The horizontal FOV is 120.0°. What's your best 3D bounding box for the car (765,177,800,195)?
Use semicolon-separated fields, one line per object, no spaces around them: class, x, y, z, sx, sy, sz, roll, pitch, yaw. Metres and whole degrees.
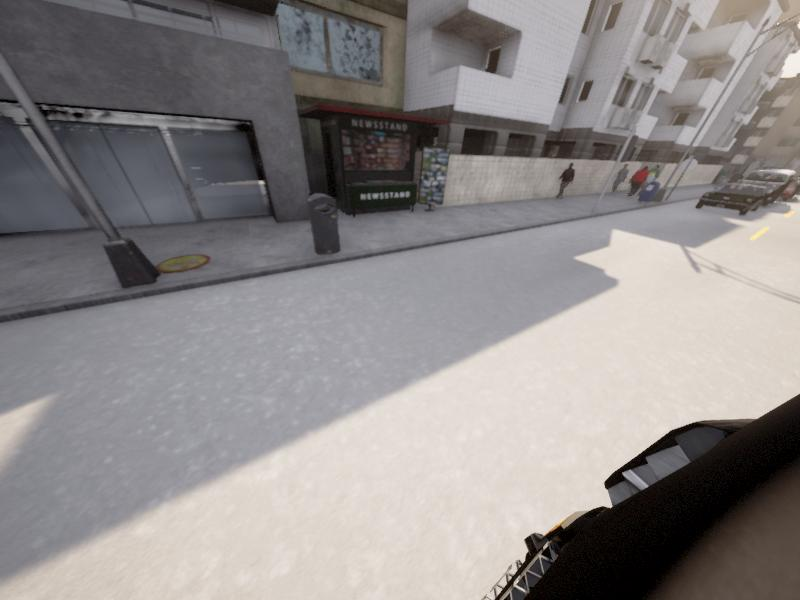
car;39.752;-11.703;23.578;4.718;1.301;1.895;-16;38;-26

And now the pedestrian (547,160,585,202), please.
pedestrian;8.599;-6.171;12.026;0.751;1.860;0.751;-18;39;-29

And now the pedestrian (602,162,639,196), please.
pedestrian;14.066;-7.704;14.770;0.751;1.860;0.751;-12;36;-21

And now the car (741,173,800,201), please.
car;31.020;-9.350;19.000;4.611;1.667;2.242;-16;38;-26

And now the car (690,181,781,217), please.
car;18.716;-5.721;12.895;4.718;1.301;1.895;-16;38;-26

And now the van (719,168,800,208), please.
van;24.512;-7.667;15.613;4.480;2.038;2.069;-16;38;-26

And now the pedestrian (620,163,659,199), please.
pedestrian;14.781;-7.367;14.318;0.751;1.860;0.751;-15;38;-25

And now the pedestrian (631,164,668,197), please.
pedestrian;16.399;-7.865;15.198;0.751;1.860;0.751;-16;38;-26
